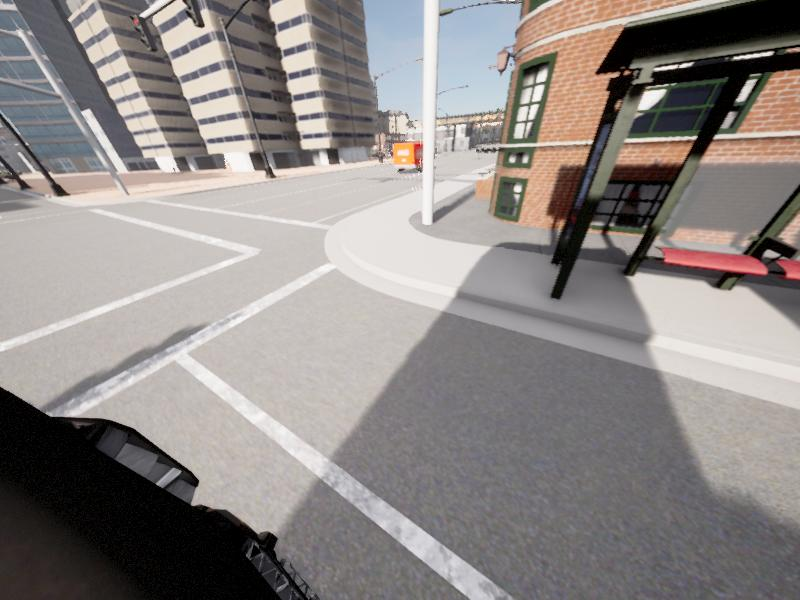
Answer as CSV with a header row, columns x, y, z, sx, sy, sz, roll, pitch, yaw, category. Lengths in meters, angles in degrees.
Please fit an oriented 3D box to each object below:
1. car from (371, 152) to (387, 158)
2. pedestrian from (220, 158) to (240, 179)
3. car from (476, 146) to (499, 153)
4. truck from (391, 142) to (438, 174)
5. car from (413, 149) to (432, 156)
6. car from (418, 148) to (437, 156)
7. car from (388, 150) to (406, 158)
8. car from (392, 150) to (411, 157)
x,y,z,sx,sy,sz,roll,pitch,yaw,category
-6.663,-46.076,73.440,4.792,1.488,2.163,14,37,25,car
-17.765,-13.722,24.141,0.751,1.860,0.751,11,36,21,pedestrian
21.457,-36.800,56.603,4.718,1.301,1.895,15,38,25,car
1.598,-14.552,23.549,2.627,2.467,5.204,16,38,26,truck
6.203,-40.764,63.867,4.674,1.442,1.812,14,37,25,car
7.800,-42.579,66.398,5.008,1.535,1.882,14,37,25,car
-0.803,-42.569,67.200,4.856,1.649,2.033,14,37,25,car
0.558,-44.305,69.939,5.357,1.411,2.033,14,37,25,car
